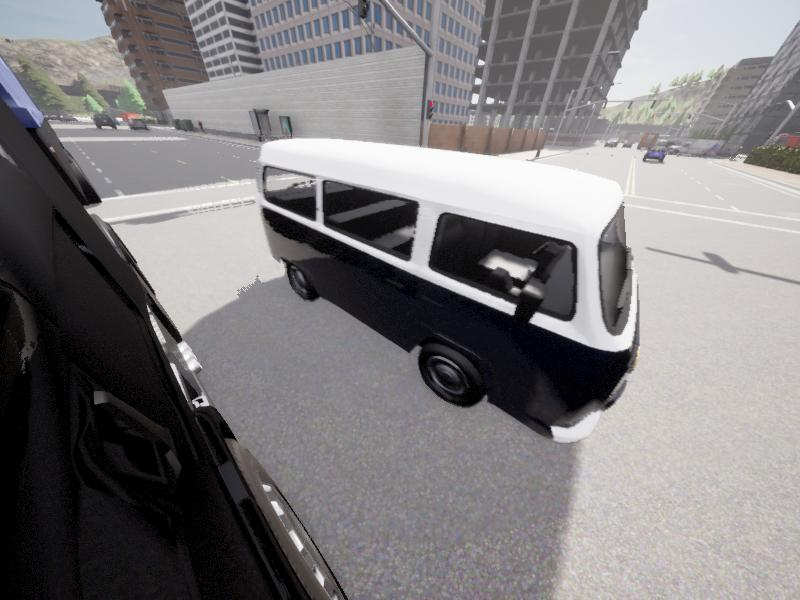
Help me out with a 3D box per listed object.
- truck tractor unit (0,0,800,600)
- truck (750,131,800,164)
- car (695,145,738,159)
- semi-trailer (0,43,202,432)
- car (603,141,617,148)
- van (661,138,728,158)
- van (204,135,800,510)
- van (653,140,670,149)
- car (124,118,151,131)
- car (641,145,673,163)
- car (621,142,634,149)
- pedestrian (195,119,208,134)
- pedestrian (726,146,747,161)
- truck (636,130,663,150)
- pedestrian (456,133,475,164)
[{"bbox_3d":[-2.645,-0.295,0.352,6.516,4.208,3.053,28,44,30],"label":"truck tractor unit"},{"bbox_3d":[59.713,-22.040,33.615,8.468,3.827,2.891,28,43,30],"label":"truck"},{"bbox_3d":[55.445,-26.040,40.618,3.988,1.617,1.851,27,43,29],"label":"car"},{"bbox_3d":[-8.698,-3.615,4.213,14.254,4.402,2.717,28,44,30],"label":"semi-trailer"},{"bbox_3d":[52.969,-39.286,58.258,2.033,1.411,5.357,28,44,30],"label":"car"},{"bbox_3d":[49.807,-25.858,39.269,6.366,2.431,2.351,12,38,12],"label":"van"},{"bbox_3d":[0.072,-0.656,2.824,4.480,2.038,2.069,28,43,30],"label":"van"},{"bbox_3d":[72.468,-43.115,64.054,2.069,2.038,4.480,28,44,30],"label":"van"},{"bbox_3d":[-45.384,-30.284,39.898,4.856,1.649,2.033,28,44,30],"label":"car"},{"bbox_3d":[30.860,-17.613,27.849,2.007,1.525,4.514,29,44,31],"label":"car"},{"bbox_3d":[58.101,-39.501,58.948,1.895,1.301,4.718,28,44,30],"label":"car"},{"bbox_3d":[-30.499,-26.672,35.503,0.751,1.860,0.751,31,45,32],"label":"pedestrian"},{"bbox_3d":[48.819,-21.272,33.523,0.751,1.860,0.751,-21,43,-28],"label":"pedestrian"},{"bbox_3d":[62.744,-40.396,58.321,2.891,3.827,8.468,28,44,30],"label":"truck"},{"bbox_3d":[4.916,-11.441,17.432,0.751,1.860,0.751,25,42,27],"label":"pedestrian"}]
